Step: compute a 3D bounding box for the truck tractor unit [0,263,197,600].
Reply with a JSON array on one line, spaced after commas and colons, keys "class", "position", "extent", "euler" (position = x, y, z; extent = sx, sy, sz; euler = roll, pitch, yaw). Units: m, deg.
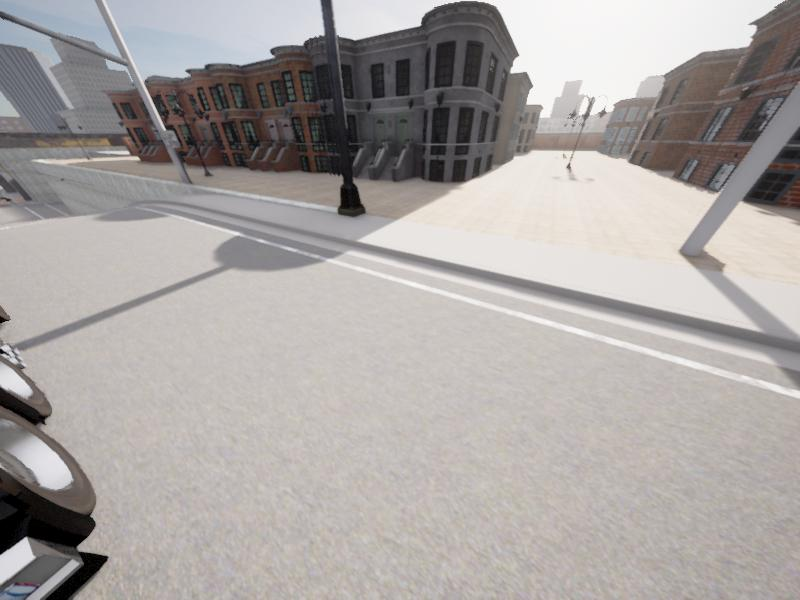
[{"class": "truck tractor unit", "position": [-5.110, -0.303, 0.779], "extent": [6.516, 4.208, 3.053], "euler": [18, 39, 24]}]
